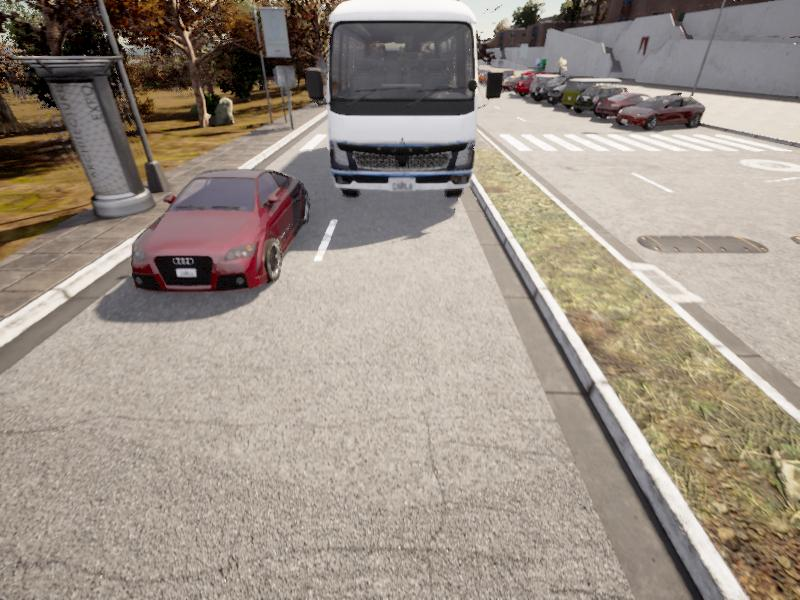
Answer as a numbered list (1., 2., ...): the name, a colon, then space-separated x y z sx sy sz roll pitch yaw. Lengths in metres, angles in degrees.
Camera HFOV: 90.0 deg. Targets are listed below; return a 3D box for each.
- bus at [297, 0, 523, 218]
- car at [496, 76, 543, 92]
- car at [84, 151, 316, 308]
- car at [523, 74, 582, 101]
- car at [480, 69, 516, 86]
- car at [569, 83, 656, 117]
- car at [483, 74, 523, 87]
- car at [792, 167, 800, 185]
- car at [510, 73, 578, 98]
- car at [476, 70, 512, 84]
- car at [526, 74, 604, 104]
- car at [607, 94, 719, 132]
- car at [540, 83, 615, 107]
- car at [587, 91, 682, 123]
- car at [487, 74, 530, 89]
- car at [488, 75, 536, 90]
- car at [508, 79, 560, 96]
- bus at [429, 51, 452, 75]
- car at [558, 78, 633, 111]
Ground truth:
1. bus: 0.178 -6.305 12.325 3.944 4.253 10.273 0 31 0
2. car: 13.972 -25.323 46.874 4.792 1.488 2.163 -10 33 -17
3. car: -2.958 -1.549 7.163 1.994 1.385 4.181 0 31 0
4. car: 13.864 -19.387 36.475 4.442 1.987 1.878 -10 33 -17
5. car: 13.925 -31.723 56.911 4.442 1.987 1.878 -10 34 -17
6. car: 13.911 -13.204 26.311 4.553 1.767 2.185 -10 32 -17
7. car: 14.017 -29.967 54.547 4.674 1.452 2.002 -10 33 -17
8. car: 13.868 -3.850 10.935 4.792 1.488 2.163 -10 33 -17
9. car: 14.006 -20.967 39.076 5.566 2.045 2.435 -10 32 -17
10. car: 14.010 -33.220 59.543 4.553 1.767 2.185 -10 33 -17
11. car: 13.940 -17.894 33.926 5.566 2.045 2.435 -10 33 -17
12. car: 13.898 -10.001 21.246 4.792 1.488 2.163 -10 33 -17
13. car: 13.948 -16.156 31.507 4.892 1.521 2.231 -10 32 -17
14. car: 13.927 -11.539 23.843 4.674 1.452 2.002 -10 32 -17
15. car: 14.041 -28.428 52.004 4.792 1.488 2.163 -10 33 -17
16. car: 13.835 -26.868 49.361 5.366 1.575 1.946 -10 33 -17
17. car: 13.981 -22.245 41.773 4.674 1.452 2.002 -10 32 -17
18. bus: 8.938 -53.023 89.453 3.944 4.253 10.273 0 31 0
19. car: 14.058 -14.844 28.867 4.442 1.987 1.878 -10 32 -17
